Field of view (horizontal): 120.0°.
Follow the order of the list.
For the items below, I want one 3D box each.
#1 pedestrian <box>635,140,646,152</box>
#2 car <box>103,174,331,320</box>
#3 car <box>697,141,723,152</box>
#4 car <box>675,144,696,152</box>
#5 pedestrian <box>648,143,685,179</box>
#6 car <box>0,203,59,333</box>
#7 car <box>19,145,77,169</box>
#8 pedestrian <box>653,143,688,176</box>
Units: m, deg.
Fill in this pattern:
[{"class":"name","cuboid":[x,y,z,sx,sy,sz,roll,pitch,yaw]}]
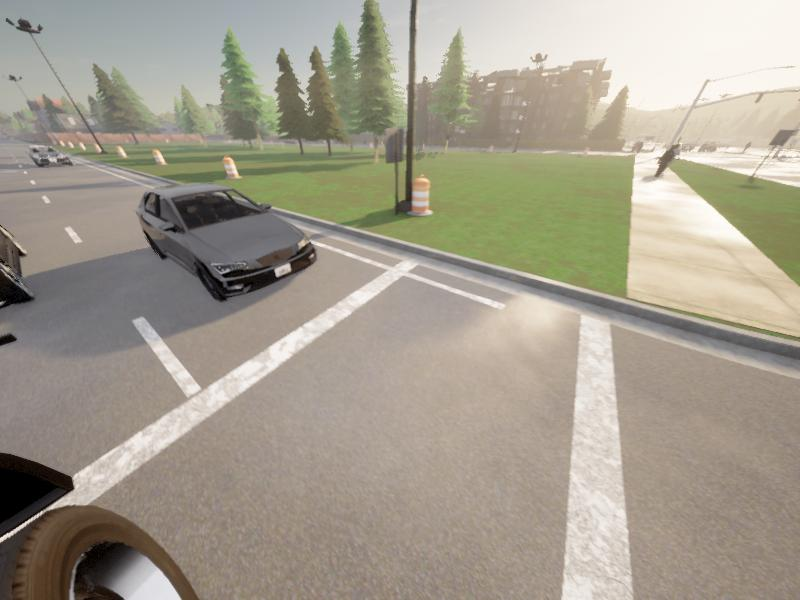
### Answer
[{"class":"pedestrian","cuboid":[45.778,-29.374,44.026,0.751,1.860,0.751,26,43,32]},{"class":"car","cuboid":[-3.630,-1.431,4.617,4.193,1.474,1.816,22,41,28]},{"class":"car","cuboid":[66.396,-32.945,49.580,1.905,1.878,3.866,22,41,28]},{"class":"car","cuboid":[63.855,-34.155,51.757,1.895,1.301,4.718,22,41,28]},{"class":"pedestrian","cuboid":[16.610,-8.703,14.470,0.751,1.860,0.751,26,43,32]},{"class":"car","cuboid":[-7.840,-0.734,3.558,4.902,1.511,2.128,23,41,28]},{"class":"car","cuboid":[-29.750,-12.146,19.539,3.806,1.475,1.970,22,41,28]},{"class":"pedestrian","cuboid":[18.247,-9.525,15.650,0.751,1.860,0.751,26,43,32]}]
